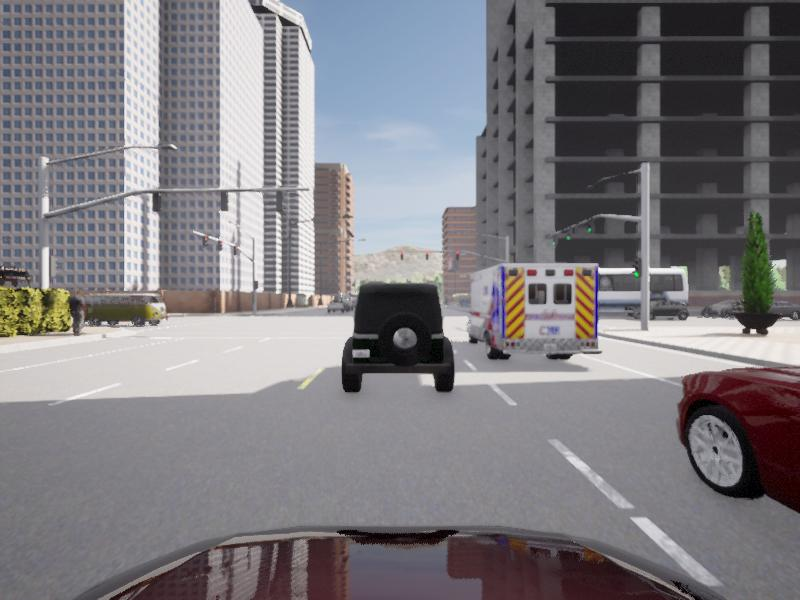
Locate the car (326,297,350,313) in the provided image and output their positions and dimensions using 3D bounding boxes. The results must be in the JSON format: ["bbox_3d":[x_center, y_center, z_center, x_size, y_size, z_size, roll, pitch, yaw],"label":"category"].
[{"bbox_3d":[-7.389,0.608,48.117,1.932,1.855,4.605,0,0,2],"label":"car"}]

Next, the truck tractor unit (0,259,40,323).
[{"bbox_3d":[-29.588,-0.550,27.777,6.516,4.208,3.053,0,0,3],"label":"truck tractor unit"}]

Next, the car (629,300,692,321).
[{"bbox_3d":[20.036,0.786,30.854,3.705,1.549,1.789,0,0,0],"label":"car"}]

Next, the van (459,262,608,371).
[{"bbox_3d":[3.435,0.367,12.096,2.351,2.431,6.366,0,0,0],"label":"van"}]

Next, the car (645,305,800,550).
[{"bbox_3d":[3.492,0.822,1.650,1.882,1.535,5.008,0,0,0],"label":"car"}]

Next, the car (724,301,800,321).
[{"bbox_3d":[28.290,0.809,30.841,4.902,1.511,2.128,0,0,0],"label":"car"}]

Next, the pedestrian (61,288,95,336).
[{"bbox_3d":[-12.886,0.470,16.034,0.751,1.860,0.751,0,0,12],"label":"pedestrian"}]

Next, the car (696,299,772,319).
[{"bbox_3d":[28.571,0.725,34.342,4.611,1.667,2.242,0,0,0],"label":"car"}]

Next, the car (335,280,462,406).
[{"bbox_3d":[-0.036,0.639,7.916,1.905,1.878,3.866,0,0,0],"label":"car"}]

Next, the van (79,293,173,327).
[{"bbox_3d":[-16.265,0.576,23.903,4.442,1.987,1.775,0,0,0],"label":"van"}]

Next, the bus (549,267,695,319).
[{"bbox_3d":[18.662,-0.566,34.234,10.273,4.253,3.944,0,0,0],"label":"bus"}]
